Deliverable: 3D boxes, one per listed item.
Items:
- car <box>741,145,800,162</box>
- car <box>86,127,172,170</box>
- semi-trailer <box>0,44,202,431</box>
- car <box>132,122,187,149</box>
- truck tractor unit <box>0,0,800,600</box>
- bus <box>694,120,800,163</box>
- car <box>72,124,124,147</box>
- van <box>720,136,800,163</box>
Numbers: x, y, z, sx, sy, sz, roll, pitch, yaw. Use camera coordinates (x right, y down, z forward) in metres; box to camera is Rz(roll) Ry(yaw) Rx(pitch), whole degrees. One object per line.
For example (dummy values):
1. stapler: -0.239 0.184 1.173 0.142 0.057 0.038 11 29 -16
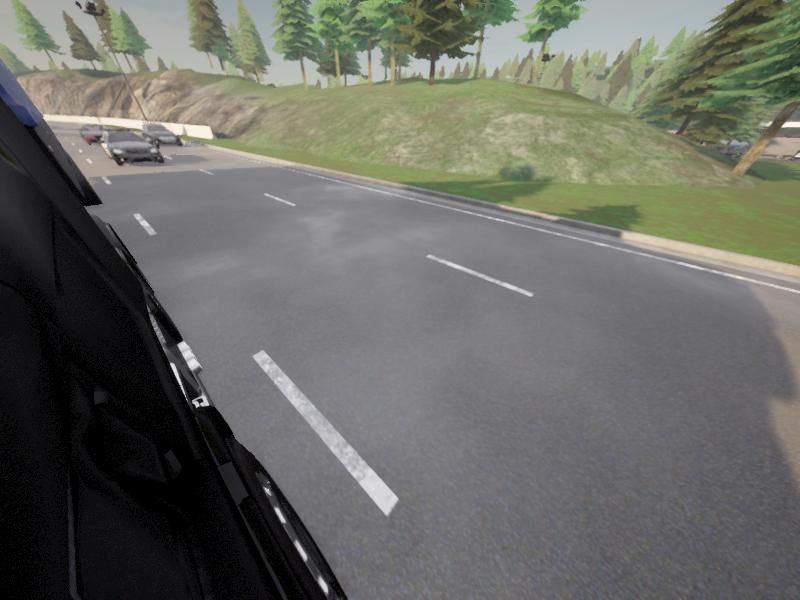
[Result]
1. car: 55.238 -21.623 34.100 5.027 1.651 2.152 28 44 30
2. car: -15.093 -8.543 12.841 4.974 1.542 2.038 28 44 30
3. semi-trailer: -8.724 -3.580 4.214 14.254 4.402 2.717 28 44 30
4. car: -21.269 -14.587 20.436 4.856 1.649 2.033 27 44 29
5. truck tractor unit: -2.645 -0.295 0.352 6.516 4.208 3.053 28 44 30
6. bus: 50.610 -22.418 32.486 10.273 4.253 3.944 28 44 30
7. car: -26.150 -14.301 20.010 4.181 1.385 1.994 27 44 29
8. van: 48.459 -20.210 30.869 5.915 2.561 1.988 28 44 30
